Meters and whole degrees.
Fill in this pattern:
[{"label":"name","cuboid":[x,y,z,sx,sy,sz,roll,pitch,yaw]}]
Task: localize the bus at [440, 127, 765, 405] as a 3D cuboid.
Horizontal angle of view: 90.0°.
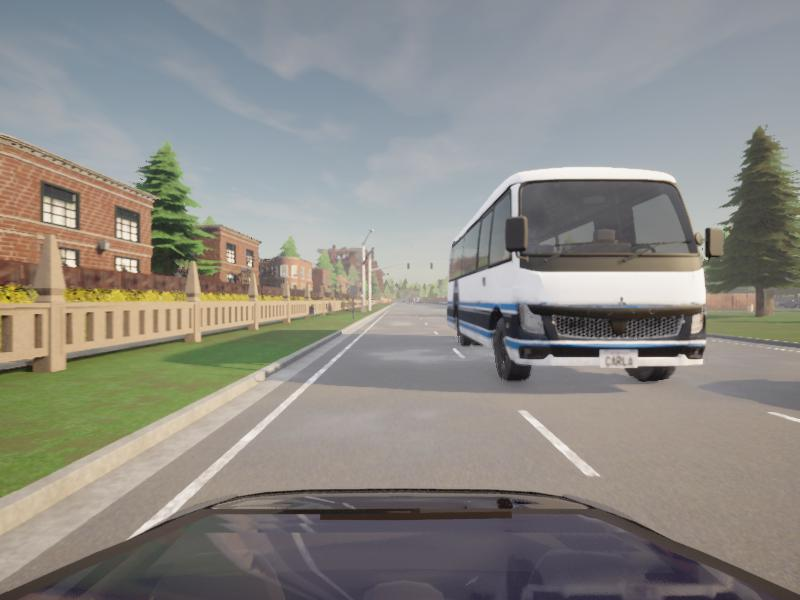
[{"label":"bus","cuboid":[3.621,-0.531,11.263,3.944,4.253,10.273,0,0,0]}]
